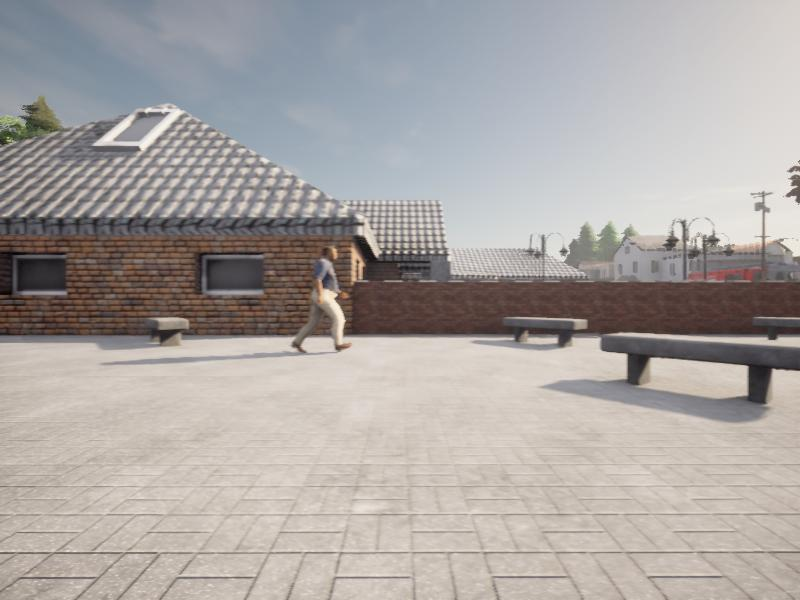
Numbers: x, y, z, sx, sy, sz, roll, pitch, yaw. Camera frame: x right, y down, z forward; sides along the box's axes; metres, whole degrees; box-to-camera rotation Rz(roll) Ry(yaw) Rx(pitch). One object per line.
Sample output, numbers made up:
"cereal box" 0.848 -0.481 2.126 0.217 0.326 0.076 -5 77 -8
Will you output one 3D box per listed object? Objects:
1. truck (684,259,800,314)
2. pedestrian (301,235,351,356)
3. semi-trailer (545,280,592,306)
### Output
"truck" 27.018 -0.914 31.779 2.891 3.827 8.468 0 0 0
"pedestrian" -1.234 -0.068 6.578 0.751 1.860 0.751 0 0 -14
"semi-trailer" 30.932 -1.213 74.589 2.717 4.402 14.254 0 0 0
